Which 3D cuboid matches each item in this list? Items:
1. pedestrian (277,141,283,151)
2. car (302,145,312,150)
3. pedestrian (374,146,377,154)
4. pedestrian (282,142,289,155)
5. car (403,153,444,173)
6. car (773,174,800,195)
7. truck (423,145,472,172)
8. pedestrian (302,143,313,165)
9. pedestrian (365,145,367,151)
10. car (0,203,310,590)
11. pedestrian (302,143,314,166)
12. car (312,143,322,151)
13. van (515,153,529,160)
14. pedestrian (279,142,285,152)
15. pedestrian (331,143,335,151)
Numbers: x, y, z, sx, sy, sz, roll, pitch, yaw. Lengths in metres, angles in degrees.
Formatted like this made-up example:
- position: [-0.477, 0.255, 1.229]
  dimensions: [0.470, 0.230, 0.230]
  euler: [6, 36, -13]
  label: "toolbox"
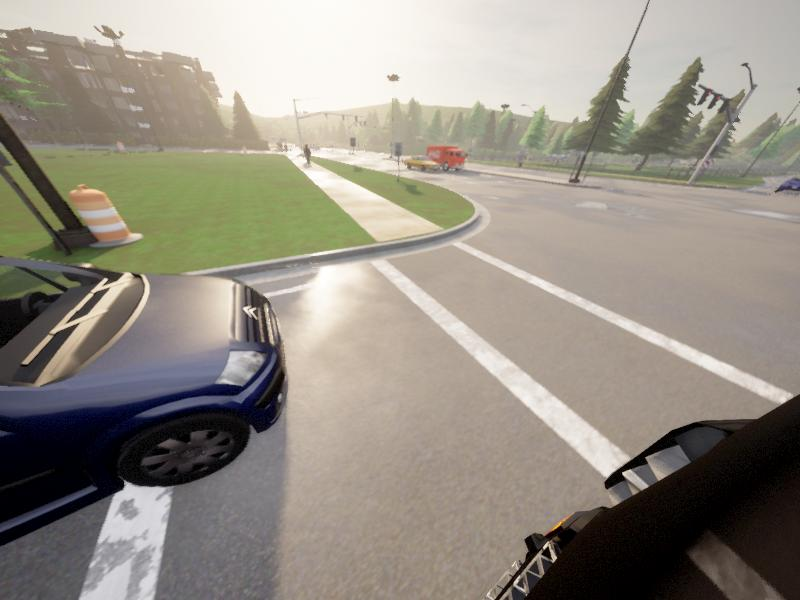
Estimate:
- position: [-28.556, -36.740, 55.020]
  dimensions: [0.751, 1.860, 0.751]
  euler: [-10, 36, -18]
  label: "pedestrian"
- position: [-29.085, -47.492, 71.960]
  dimensions: [1.895, 1.301, 4.718]
  euler: [-16, 38, -26]
  label: "car"
- position: [-7.425, -45.921, 70.680]
  dimensions: [0.751, 1.860, 0.751]
  euler: [-22, 41, -32]
  label: "pedestrian"
- position: [-21.367, -28.368, 43.252]
  dimensions: [0.751, 1.860, 0.751]
  euler: [-15, 38, -25]
  label: "pedestrian"
- position: [2.495, -15.511, 26.012]
  dimensions: [1.801, 1.575, 5.366]
  euler: [-15, 38, -25]
  label: "car"
- position: [37.896, -10.952, 21.912]
  dimensions: [4.193, 1.474, 1.816]
  euler: [-16, 38, -26]
  label: "car"
- position: [5.450, -16.836, 27.431]
  dimensions: [2.627, 2.467, 5.204]
  euler: [-15, 37, -25]
  label: "truck"
- position: [-9.711, -15.349, 24.282]
  dimensions: [0.751, 1.860, 0.751]
  euler: [-12, 36, -21]
  label: "pedestrian"
- position: [-12.823, -57.407, 87.243]
  dimensions: [0.751, 1.860, 0.751]
  euler: [-16, 38, -26]
  label: "pedestrian"
- position: [-2.951, 0.584, 1.389]
  dimensions: [3.988, 1.617, 1.851]
  euler: [-16, 38, -26]
  label: "car"
- position: [-9.053, -14.278, 22.722]
  dimensions: [0.751, 1.860, 0.751]
  euler: [-10, 36, -19]
  label: "pedestrian"
- position: [-26.956, -49.490, 74.615]
  dimensions: [1.905, 1.878, 3.866]
  euler: [-16, 38, -26]
  label: "car"
- position: [44.227, -52.000, 83.621]
  dimensions: [4.442, 1.987, 1.775]
  euler: [-16, 38, -26]
  label: "van"
- position: [-26.012, -33.788, 51.049]
  dimensions: [0.751, 1.860, 0.751]
  euler: [-14, 37, -24]
  label: "pedestrian"
- position: [-20.685, -46.876, 70.845]
  dimensions: [0.751, 1.860, 0.751]
  euler: [-19, 39, -29]
  label: "pedestrian"
